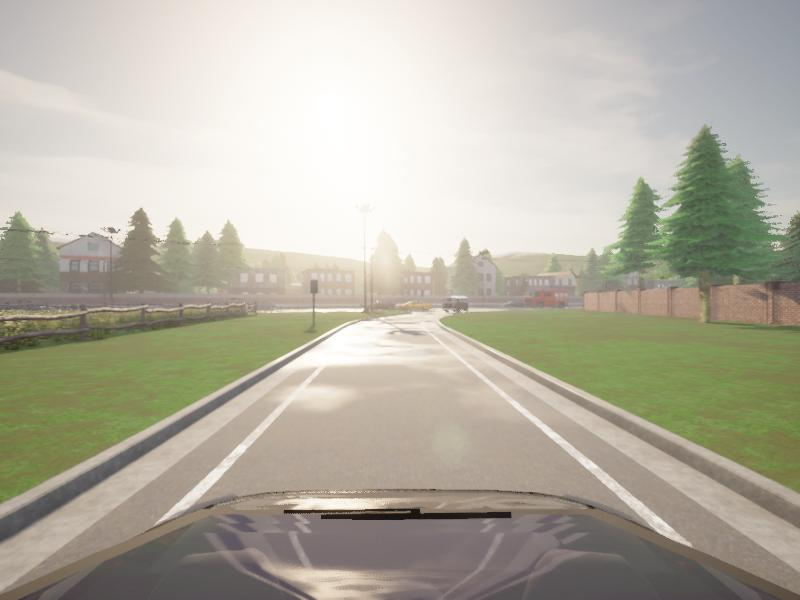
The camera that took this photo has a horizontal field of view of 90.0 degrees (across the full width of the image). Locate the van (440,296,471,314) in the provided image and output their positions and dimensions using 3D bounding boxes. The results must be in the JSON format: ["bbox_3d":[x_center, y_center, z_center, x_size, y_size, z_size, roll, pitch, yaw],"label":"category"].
[{"bbox_3d":[6.677,0.552,47.828,2.069,2.038,4.480,0,-1,30],"label":"van"}]

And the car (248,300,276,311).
[{"bbox_3d":[-19.981,0.801,57.908,3.633,1.501,1.845,0,0,-13],"label":"car"}]

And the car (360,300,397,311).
[{"bbox_3d":[-3.043,0.796,56.941,5.008,1.535,1.882,0,0,-24],"label":"car"}]

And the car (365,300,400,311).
[{"bbox_3d":[-2.668,0.795,60.959,5.008,1.535,1.882,0,0,-24],"label":"car"}]

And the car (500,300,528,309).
[{"bbox_3d":[21.642,0.835,75.865,4.902,1.511,2.128,0,0,-24],"label":"car"}]

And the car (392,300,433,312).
[{"bbox_3d":[1.781,0.774,55.291,5.366,1.575,1.801,0,0,-24],"label":"car"}]

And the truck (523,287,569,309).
[{"bbox_3d":[27.259,-0.360,74.582,8.468,3.827,2.891,0,0,-24],"label":"truck"}]
